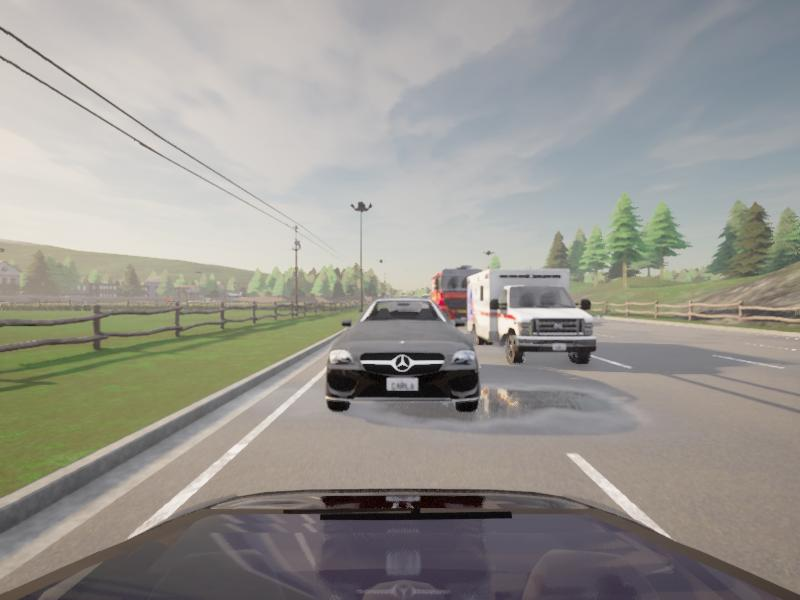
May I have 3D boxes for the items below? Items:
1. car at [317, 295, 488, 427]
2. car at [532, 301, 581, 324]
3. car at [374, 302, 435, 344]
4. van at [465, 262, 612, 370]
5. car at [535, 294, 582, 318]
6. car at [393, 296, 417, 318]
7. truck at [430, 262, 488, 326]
[{"bbox_3d":[0.063,0.767,7.528,2.152,1.651,5.027,0,0,1],"label":"car"},{"bbox_3d":[10.845,0.805,27.990,1.970,1.475,3.806,0,0,1],"label":"car"},{"bbox_3d":[0.188,0.822,16.603,2.163,1.488,4.792,0,0,1],"label":"car"},{"bbox_3d":[3.621,0.356,12.176,2.351,2.431,6.366,0,0,1],"label":"van"},{"bbox_3d":[14.469,0.505,36.907,2.150,2.045,5.566,0,0,1],"label":"car"},{"bbox_3d":[0.448,0.595,35.221,1.932,1.855,4.605,0,-1,1],"label":"car"},{"bbox_3d":[3.843,-0.370,28.164,2.891,3.827,8.468,0,0,1],"label":"truck"}]
